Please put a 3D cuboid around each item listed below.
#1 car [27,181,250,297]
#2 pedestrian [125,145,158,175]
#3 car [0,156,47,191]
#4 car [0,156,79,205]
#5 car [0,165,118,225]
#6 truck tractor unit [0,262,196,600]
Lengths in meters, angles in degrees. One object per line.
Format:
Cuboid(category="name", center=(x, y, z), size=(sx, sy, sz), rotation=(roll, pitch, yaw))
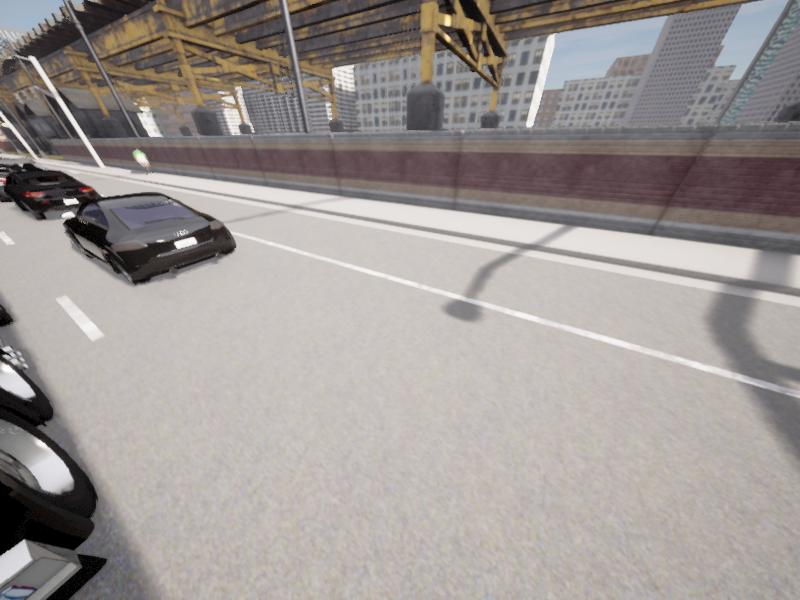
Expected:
Cuboid(category="car", center=(-5.929, -1.713, 5.339), size=(4.181, 1.385, 1.994), rotation=(18, 39, 24))
Cuboid(category="pedestrian", center=(-19.415, -10.505, 17.379), size=(0.751, 1.860, 0.751), rotation=(18, 39, 25))
Cuboid(category="car", center=(-24.884, -7.955, 14.385), size=(4.902, 1.511, 2.128), rotation=(18, 39, 24))
Cuboid(category="car", center=(-19.005, -6.104, 11.523), size=(4.611, 1.667, 2.242), rotation=(18, 39, 24))
Cuboid(category="car", center=(-13.519, -4.219, 8.955), size=(4.674, 1.442, 1.812), rotation=(18, 39, 24))
Cuboid(category="truck tractor unit", center=(-5.109, -0.301, 0.791), size=(6.516, 4.208, 3.053), rotation=(18, 39, 24))
